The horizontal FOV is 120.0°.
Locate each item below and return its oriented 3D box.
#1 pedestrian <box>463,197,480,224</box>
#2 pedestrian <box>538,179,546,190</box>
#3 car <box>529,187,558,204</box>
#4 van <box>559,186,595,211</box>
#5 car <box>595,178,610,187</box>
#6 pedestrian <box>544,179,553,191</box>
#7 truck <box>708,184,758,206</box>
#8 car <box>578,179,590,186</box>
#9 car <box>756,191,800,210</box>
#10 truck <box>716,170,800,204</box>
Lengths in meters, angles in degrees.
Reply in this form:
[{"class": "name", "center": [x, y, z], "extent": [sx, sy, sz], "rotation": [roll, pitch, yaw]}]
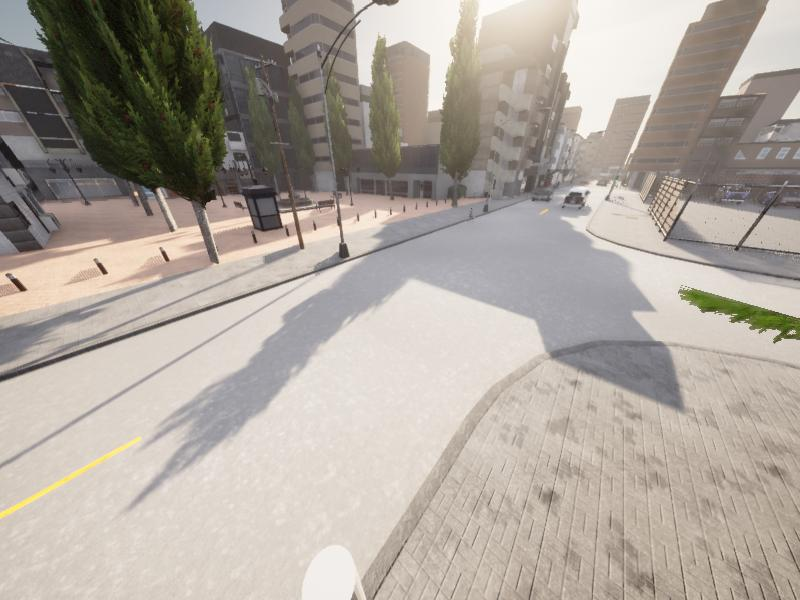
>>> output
[{"class": "pedestrian", "center": [5.703, -7.114, 18.418], "extent": [0.751, 1.860, 0.751], "rotation": [22, 36, 33]}, {"class": "pedestrian", "center": [27.627, -22.512, 44.880], "extent": [0.751, 1.860, 0.751], "rotation": [19, 35, 29]}, {"class": "car", "center": [18.782, -13.665, 30.149], "extent": [2.007, 1.525, 4.514], "rotation": [22, 37, 33]}, {"class": "van", "center": [19.806, -11.473, 25.843], "extent": [2.069, 2.038, 4.480], "rotation": [24, 38, 35]}, {"class": "car", "center": [50.058, -29.039, 57.069], "extent": [2.033, 1.649, 4.856], "rotation": [23, 37, 34]}, {"class": "pedestrian", "center": [27.522, -21.347, 42.862], "extent": [0.751, 1.860, 0.751], "rotation": [26, 39, 38]}, {"class": "truck", "center": [40.630, -13.001, 28.353], "extent": [2.069, 2.038, 4.478], "rotation": [23, 37, 34]}, {"class": "car", "center": [49.013, -31.361, 61.455], "extent": [1.895, 1.301, 4.718], "rotation": [23, 37, 34]}, {"class": "car", "center": [43.557, -11.395, 26.194], "extent": [2.033, 1.415, 5.357], "rotation": [23, 37, 34]}, {"class": "truck", "center": [51.598, -15.643, 31.692], "extent": [8.468, 3.827, 2.891], "rotation": [23, 37, 34]}]
